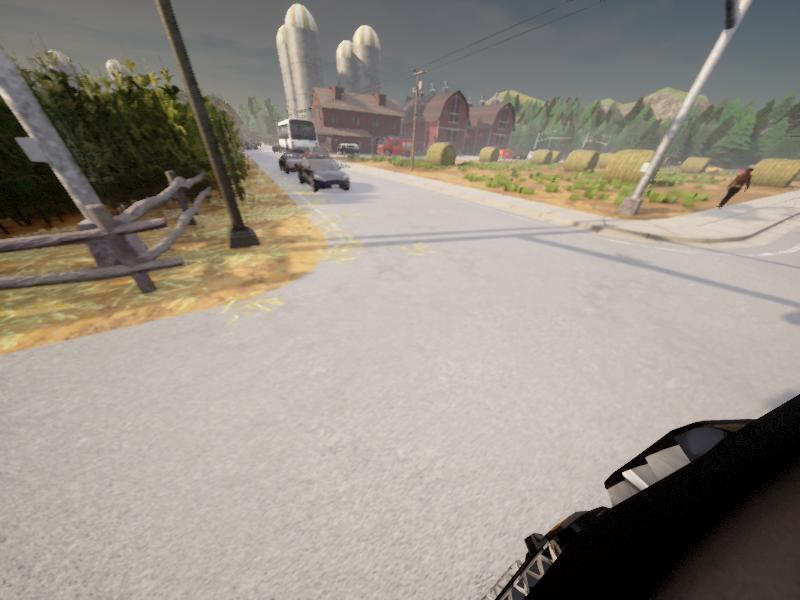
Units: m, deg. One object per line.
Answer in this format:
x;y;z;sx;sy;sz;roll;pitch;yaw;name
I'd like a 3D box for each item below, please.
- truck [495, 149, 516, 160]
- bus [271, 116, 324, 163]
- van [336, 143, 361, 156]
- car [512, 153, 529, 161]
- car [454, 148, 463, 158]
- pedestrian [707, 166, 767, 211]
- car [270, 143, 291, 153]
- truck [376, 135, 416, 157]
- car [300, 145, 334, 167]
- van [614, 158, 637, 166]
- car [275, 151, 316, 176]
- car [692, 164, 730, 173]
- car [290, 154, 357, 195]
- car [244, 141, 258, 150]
30.087;-41.374;65.881;5.204;2.467;2.627;-17;39;-28;truck
-13.693;-20.923;30.353;3.944;4.253;10.273;-16;38;-26;bus
-10.518;-30.766;47.269;4.480;2.038;2.069;-17;39;-27;van
36.190;-43.049;69.392;4.605;1.855;1.932;-17;39;-28;car
16.865;-42.149;66.261;1.905;1.878;3.866;15;37;8;car
16.176;-5.384;11.172;0.751;1.860;0.751;30;42;34;pedestrian
-23.964;-30.447;46.292;1.837;1.490;4.892;-28;44;-35;car
-0.855;-34.526;52.032;8.468;3.827;2.891;-17;39;-27;truck
-8.880;-15.349;24.595;2.097;1.767;4.553;-17;38;-27;car
70.986;-43.543;72.760;1.775;1.987;4.442;-17;38;-27;van
-8.403;-10.962;18.449;1.994;1.385;4.181;-17;39;-27;car
77.820;-33.037;57.966;1.801;1.575;5.366;-17;38;-27;car
-4.427;-7.205;13.033;2.163;1.488;4.792;-17;38;-27;car
-35.027;-36.359;54.260;2.038;1.542;4.974;-18;39;-28;car
